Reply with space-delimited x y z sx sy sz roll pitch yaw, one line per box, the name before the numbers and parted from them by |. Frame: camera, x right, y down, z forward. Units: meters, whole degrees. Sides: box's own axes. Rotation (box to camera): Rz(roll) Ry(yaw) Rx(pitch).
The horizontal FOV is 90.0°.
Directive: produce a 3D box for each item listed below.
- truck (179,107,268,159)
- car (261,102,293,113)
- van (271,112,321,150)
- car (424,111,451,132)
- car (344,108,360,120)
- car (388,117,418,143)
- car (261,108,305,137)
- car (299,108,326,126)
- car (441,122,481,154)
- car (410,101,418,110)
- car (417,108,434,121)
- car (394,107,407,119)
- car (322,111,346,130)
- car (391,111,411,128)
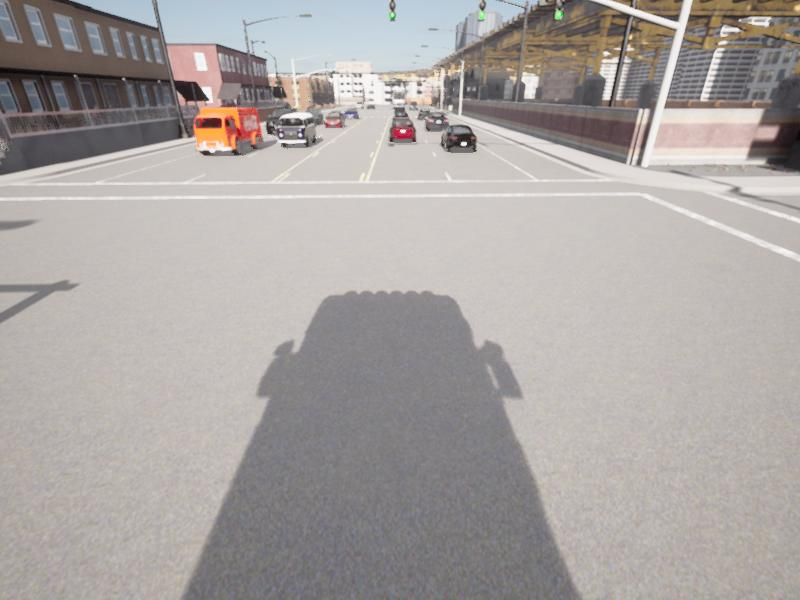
truck | -10.091 -9.946 23.529 2.627 2.467 5.204 0 26 1
car | -24.753 -38.742 80.500 5.566 2.045 2.150 0 27 0
van | -6.768 -11.292 26.619 2.069 2.038 4.480 0 27 0
car | 3.658 -17.740 39.654 2.242 1.667 4.611 0 27 0
car | -6.944 -26.953 57.995 1.812 1.442 4.674 0 27 0
car | 0.203 -13.195 30.951 2.163 1.488 4.792 0 27 0
car | -10.260 -15.926 35.711 2.150 2.045 5.566 0 27 0
car | -10.375 -21.956 47.812 2.097 1.767 4.553 0 27 0
car | 3.738 -10.366 25.435 1.812 1.442 4.674 0 27 0
car | 3.338 -46.970 96.773 1.905 1.878 3.866 0 27 0
car | 3.560 -26.618 57.244 2.128 1.511 4.902 0 27 0
car | 0.028 -29.334 62.550 1.882 1.535 5.008 0 27 0
car | -6.857 -18.926 42.068 1.851 1.617 3.988 0 27 0
car | 0.123 -20.219 44.696 2.128 1.511 4.902 0 27 0
